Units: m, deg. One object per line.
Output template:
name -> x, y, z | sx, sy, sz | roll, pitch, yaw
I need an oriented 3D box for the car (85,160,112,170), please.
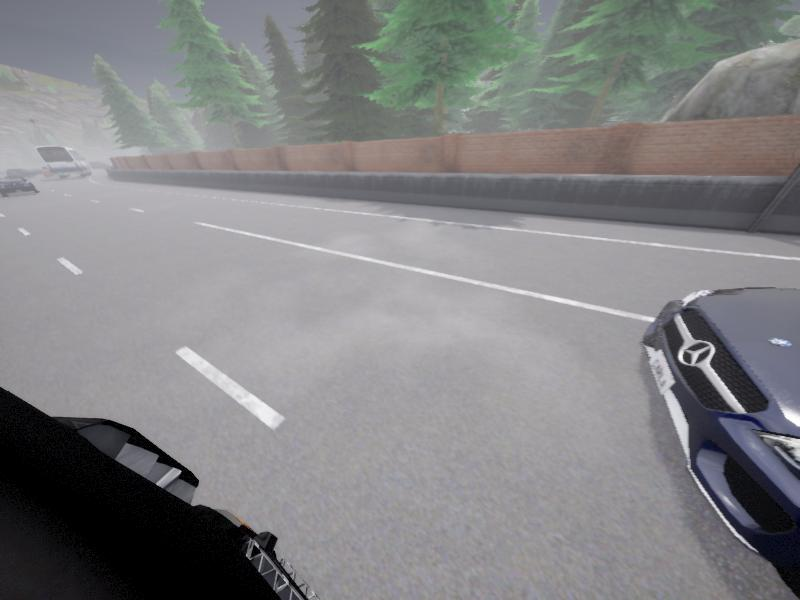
car -> -86.639, -38.830, 66.500 | 2.150, 2.045, 5.566 | -17, 36, -20

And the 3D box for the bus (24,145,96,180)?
bus -> -54.412, -22.393, 37.571 | 3.944, 4.253, 10.273 | -30, 43, -35

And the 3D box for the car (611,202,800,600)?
car -> 4.327, 0.974, 0.669 | 5.027, 1.651, 2.152 | 16, 38, 26

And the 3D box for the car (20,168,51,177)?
car -> -78.892, -27.775, 50.099 | 1.895, 1.301, 4.718 | -22, 38, -26

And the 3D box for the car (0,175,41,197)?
car -> -33.870, -10.075, 20.321 | 4.718, 1.301, 1.895 | 19, 40, 29

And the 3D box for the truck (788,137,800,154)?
truck -> 33.324, -12.137, 16.889 | 2.627, 2.467, 5.204 | 17, 38, 27

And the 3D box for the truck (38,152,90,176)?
truck -> -69.153, -28.293, 47.863 | 2.891, 3.827, 8.468 | -25, 40, -29

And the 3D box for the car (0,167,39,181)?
car -> -64.731, -21.528, 39.411 | 2.033, 1.649, 4.856 | -28, 41, -32
